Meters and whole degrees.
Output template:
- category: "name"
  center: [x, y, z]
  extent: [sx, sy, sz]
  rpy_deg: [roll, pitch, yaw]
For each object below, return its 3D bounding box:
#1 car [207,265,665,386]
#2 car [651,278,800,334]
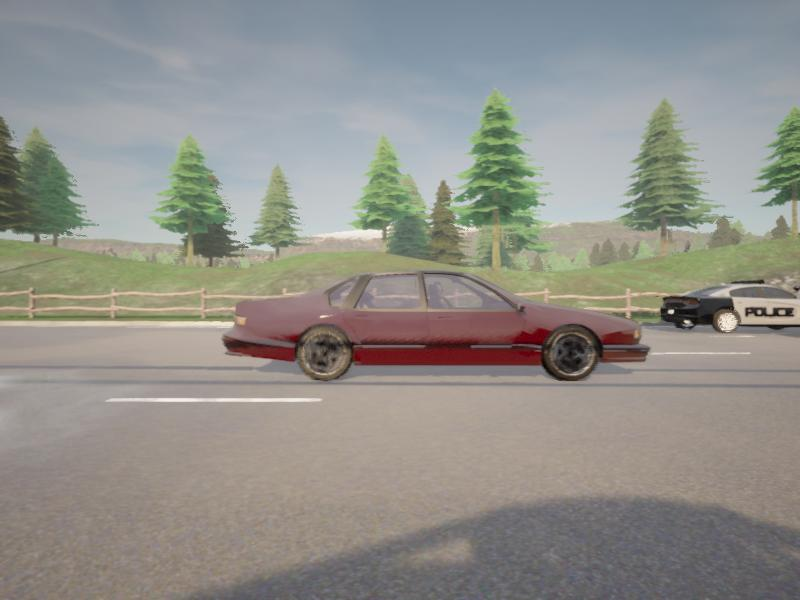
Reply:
- category: "car"
  center: [0.420, 0.294, 5.697]
  extent: [5.357, 1.411, 2.033]
  rpy_deg: [0, 0, 0]
- category: "car"
  center: [11.178, 0.180, 12.699]
  extent: [5.238, 1.638, 1.930]
  rpy_deg: [0, 0, 0]
